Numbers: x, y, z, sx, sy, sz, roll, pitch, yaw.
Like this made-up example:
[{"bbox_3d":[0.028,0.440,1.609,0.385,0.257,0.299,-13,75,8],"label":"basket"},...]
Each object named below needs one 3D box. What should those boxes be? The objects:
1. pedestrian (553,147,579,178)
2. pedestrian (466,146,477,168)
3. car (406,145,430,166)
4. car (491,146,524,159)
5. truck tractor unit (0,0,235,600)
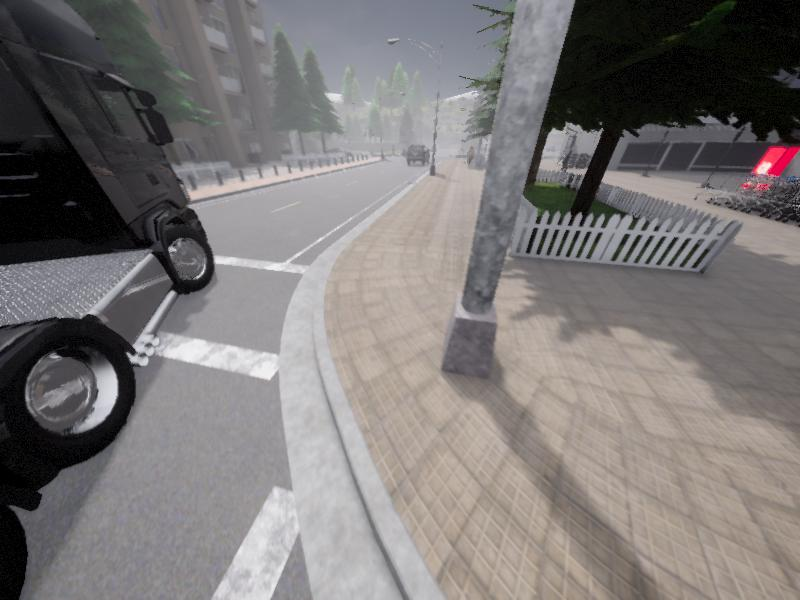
[{"bbox_3d":[12.141,-10.061,16.924,0.751,1.860,0.751,-21,40,-28],"label":"pedestrian"},{"bbox_3d":[7.369,-14.828,23.939,0.751,1.860,0.751,8,35,12],"label":"pedestrian"},{"bbox_3d":[2.374,-18.489,29.452,2.150,2.045,5.566,7,35,11],"label":"car"},{"bbox_3d":[18.826,-26.032,40.706,4.605,1.855,1.932,8,35,11],"label":"car"},{"bbox_3d":[-4.172,-0.761,1.472,3.053,4.208,6.516,-13,36,-19],"label":"truck tractor unit"}]
